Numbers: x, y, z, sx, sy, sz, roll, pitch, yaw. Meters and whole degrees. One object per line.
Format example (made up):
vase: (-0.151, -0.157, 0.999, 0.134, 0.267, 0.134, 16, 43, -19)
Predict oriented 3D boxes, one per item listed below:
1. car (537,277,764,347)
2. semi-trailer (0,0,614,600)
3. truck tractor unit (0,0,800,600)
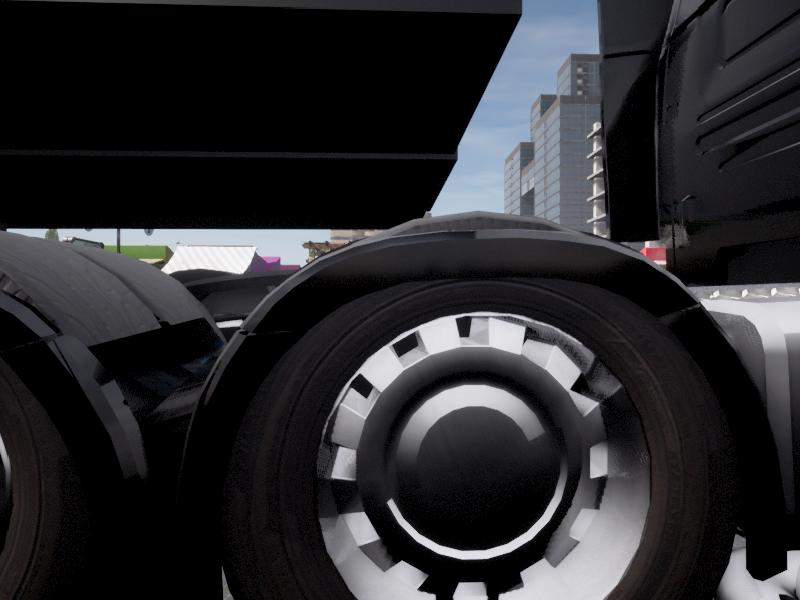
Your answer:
car: (5.606, 0.254, 9.343, 4.193, 1.474, 1.816, 0, 0, -2)
semi-trailer: (-6.800, -1.218, 1.762, 14.254, 4.402, 2.717, 0, 0, -2)
truck tractor unit: (1.105, -1.116, 2.104, 6.516, 4.208, 3.053, 0, 0, -3)
